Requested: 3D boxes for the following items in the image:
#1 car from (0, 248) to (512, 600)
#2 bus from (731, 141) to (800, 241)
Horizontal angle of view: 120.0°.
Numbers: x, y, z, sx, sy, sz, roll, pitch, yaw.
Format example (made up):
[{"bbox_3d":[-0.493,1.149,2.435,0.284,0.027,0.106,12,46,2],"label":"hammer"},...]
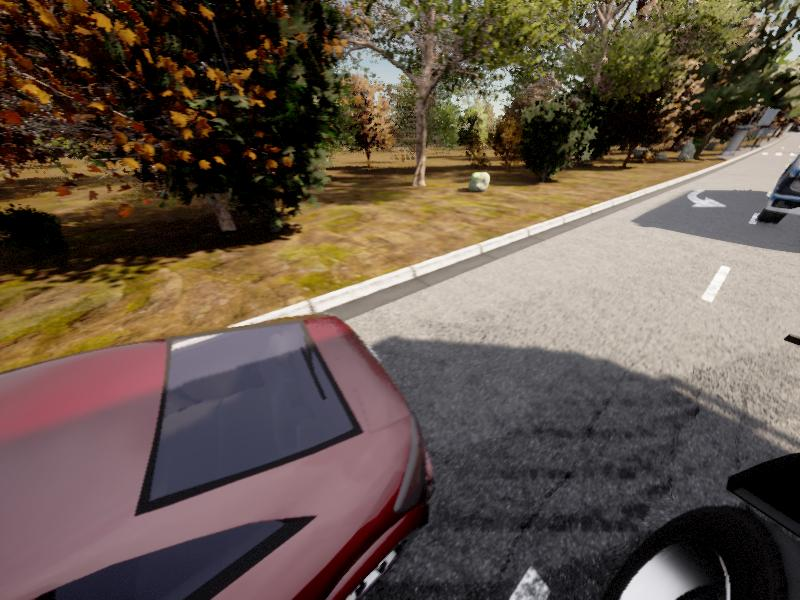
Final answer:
[{"bbox_3d":[-1.841,1.227,0.996,4.181,1.385,1.994,-22,41,-28],"label":"car"},{"bbox_3d":[15.194,-4.638,6.774,10.273,4.253,3.944,-22,41,-28],"label":"bus"}]
